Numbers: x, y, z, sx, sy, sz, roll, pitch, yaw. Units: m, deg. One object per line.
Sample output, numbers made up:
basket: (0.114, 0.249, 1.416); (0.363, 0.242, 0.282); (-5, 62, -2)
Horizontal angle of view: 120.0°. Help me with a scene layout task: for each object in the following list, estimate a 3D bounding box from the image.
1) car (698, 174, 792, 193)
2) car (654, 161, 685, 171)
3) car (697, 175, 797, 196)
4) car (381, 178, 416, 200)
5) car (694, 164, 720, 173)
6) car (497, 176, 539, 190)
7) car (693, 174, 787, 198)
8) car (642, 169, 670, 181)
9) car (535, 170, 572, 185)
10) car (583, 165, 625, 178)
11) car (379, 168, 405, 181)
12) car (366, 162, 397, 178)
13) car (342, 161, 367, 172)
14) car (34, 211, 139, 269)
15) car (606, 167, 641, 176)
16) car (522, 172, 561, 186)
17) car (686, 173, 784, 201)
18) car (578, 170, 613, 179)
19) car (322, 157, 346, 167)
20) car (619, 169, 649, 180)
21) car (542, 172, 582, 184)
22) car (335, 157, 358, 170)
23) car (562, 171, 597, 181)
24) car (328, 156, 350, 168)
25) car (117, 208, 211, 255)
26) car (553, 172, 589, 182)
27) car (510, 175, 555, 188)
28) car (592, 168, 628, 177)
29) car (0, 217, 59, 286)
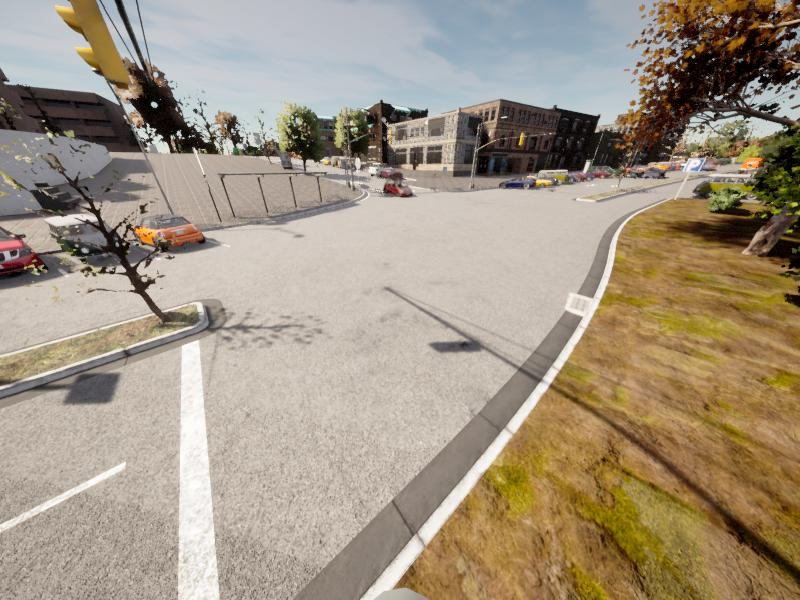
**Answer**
car: (37.900, -13.039, 25.682); (5.366, 1.575, 1.946); (21, 38, 31)
car: (68.170, -33.897, 58.556); (4.442, 1.987, 1.878); (22, 38, 35)
car: (35.730, -12.037, 24.127); (5.366, 1.575, 1.946); (21, 37, 31)
car: (-0.239, -12.289, 25.510); (1.851, 1.617, 3.988); (-19, 39, -29)
car: (67.692, -29.046, 50.950); (4.792, 1.488, 2.163); (-17, 34, -24)
car: (16.543, -16.502, 32.563); (4.792, 1.488, 2.163); (18, 36, 31)
car: (33.092, -11.306, 22.797); (4.553, 1.767, 2.185); (20, 37, 31)
car: (43.381, -21.246, 39.134); (4.193, 1.474, 1.816); (-19, 35, -26)
car: (24.186, -19.390, 36.497); (4.442, 1.987, 1.878); (19, 36, 31)
car: (39.365, -24.796, 44.732); (5.566, 2.045, 2.435); (20, 37, 33)
car: (-1.231, -20.775, 38.067); (2.002, 1.452, 4.674); (21, 37, 23)
car: (-3.124, -22.424, 39.795); (2.435, 2.045, 5.566); (21, 37, 23)
car: (-8.914, -26.385, 45.522); (2.231, 1.521, 4.892); (21, 37, 23)
car: (-16.054, -3.211, 11.856); (4.442, 1.987, 1.878); (15, 34, 27)
car: (47.102, -27.159, 48.787); (5.008, 1.535, 2.097); (21, 38, 34)
car: (21.562, -18.424, 35.211); (4.553, 1.767, 2.185); (19, 36, 31)
car: (30.571, -10.506, 21.390); (4.442, 1.987, 1.878); (20, 38, 31)
car: (36.781, -23.674, 43.552); (4.674, 1.452, 2.002); (20, 37, 33)
car: (-14.577, -30.665, 51.280); (1.946, 1.575, 5.366); (21, 37, 23)
car: (41.934, -22.548, 41.423); (4.902, 1.511, 2.128); (-19, 35, -26)
car: (26.611, -20.140, 38.075); (4.892, 1.521, 2.231); (19, 36, 32)
car: (-10.866, -27.919, 47.185); (1.878, 1.987, 4.442); (21, 37, 23)
car: (31.680, -21.906, 40.851); (4.674, 1.452, 2.002); (19, 36, 32)
car: (-12.791, -29.317, 49.059); (1.878, 1.987, 4.442); (21, 37, 23)
car: (-13.789, -4.164, 13.541); (4.553, 1.767, 2.185); (15, 35, 27)
car: (29.144, -21.005, 39.471); (4.674, 1.452, 2.002); (19, 37, 32)
car: (19.246, -17.332, 33.735); (5.366, 1.575, 1.946); (18, 36, 31)
car: (41.921, -25.455, 46.197); (5.008, 1.535, 2.097); (20, 37, 33)
car: (-18.453, -2.226, 10.271); (5.566, 2.045, 2.435); (15, 34, 27)
